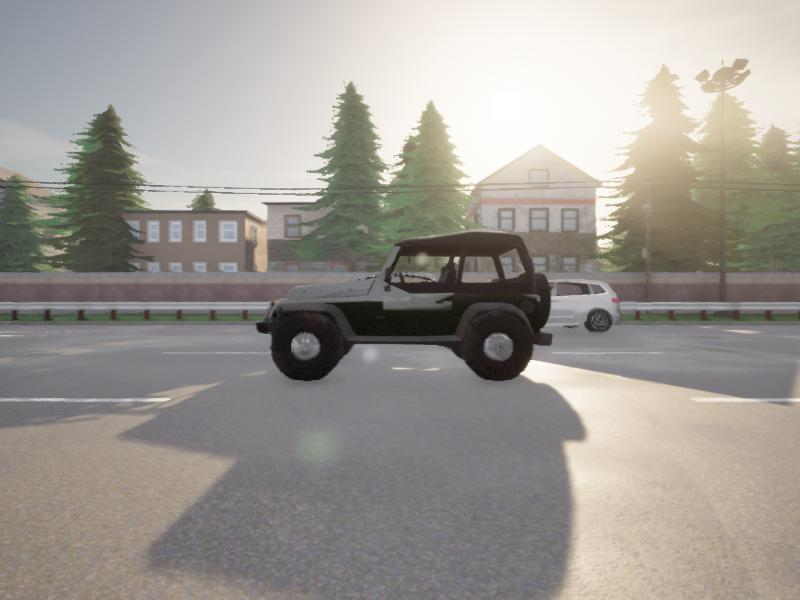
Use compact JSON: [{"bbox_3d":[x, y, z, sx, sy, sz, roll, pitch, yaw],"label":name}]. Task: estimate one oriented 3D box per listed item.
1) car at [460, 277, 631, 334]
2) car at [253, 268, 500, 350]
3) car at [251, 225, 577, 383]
[{"bbox_3d":[4.373,0.157,12.701,4.611,1.667,2.242,0,0,0],"label":"car"},{"bbox_3d":[-0.480,0.180,9.199,5.027,1.651,2.152,0,0,0],"label":"car"},{"bbox_3d":[0.164,0.046,5.702,3.866,1.878,1.905,0,0,0],"label":"car"}]
